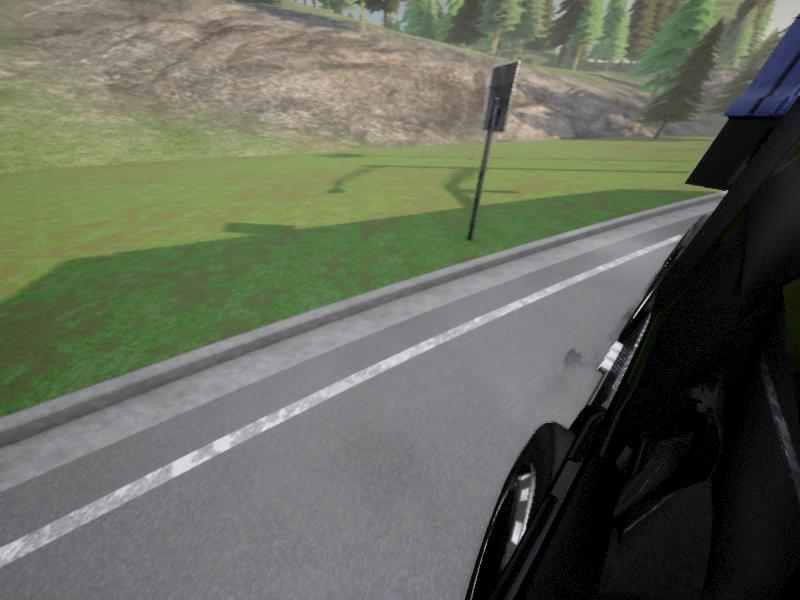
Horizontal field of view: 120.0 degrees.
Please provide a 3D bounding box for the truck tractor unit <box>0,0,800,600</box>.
[{"bbox_3d":[2.645,-0.295,0.351,6.516,4.208,3.053,-28,43,-30],"label":"truck tractor unit"}]

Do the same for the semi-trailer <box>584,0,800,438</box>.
[{"bbox_3d":[9.717,-2.505,3.007,14.254,4.402,2.717,-14,40,-17],"label":"semi-trailer"}]
